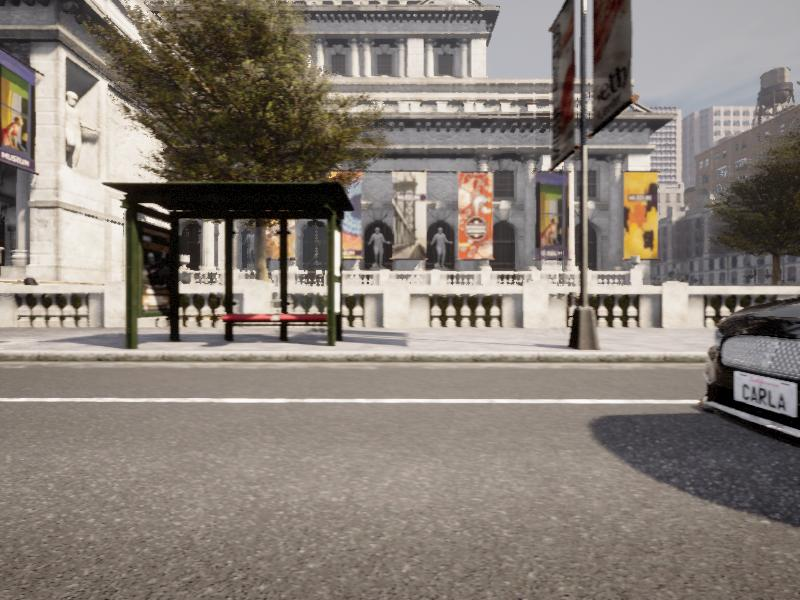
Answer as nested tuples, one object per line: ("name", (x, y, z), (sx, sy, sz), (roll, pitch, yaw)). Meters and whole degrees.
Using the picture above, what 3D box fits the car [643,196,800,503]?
("car", (4.419, 0.241, 2.174), (4.902, 1.511, 2.128), (0, 0, 0))
